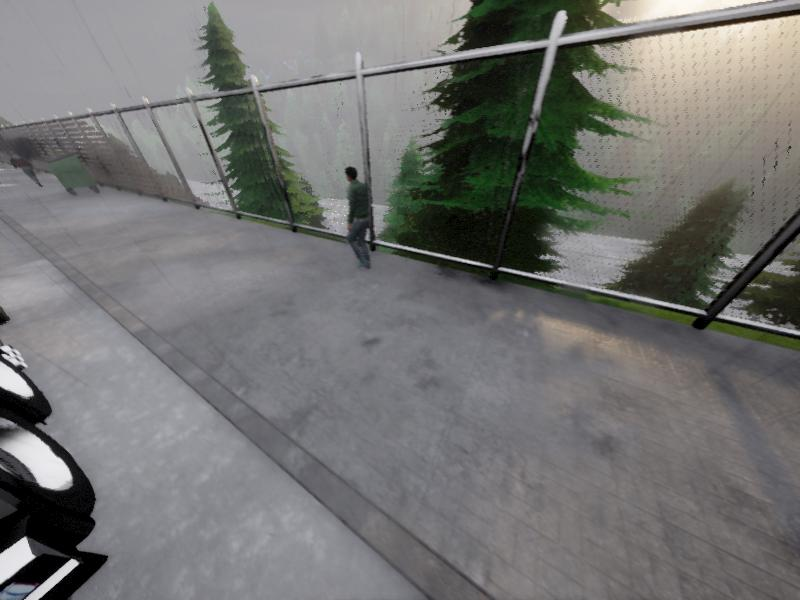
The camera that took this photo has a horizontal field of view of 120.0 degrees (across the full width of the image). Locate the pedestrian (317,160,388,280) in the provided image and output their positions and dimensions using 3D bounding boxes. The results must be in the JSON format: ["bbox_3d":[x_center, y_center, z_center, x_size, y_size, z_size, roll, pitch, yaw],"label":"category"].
[{"bbox_3d":[-0.759,-1.427,4.208,0.751,1.860,0.751,18,39,24],"label":"pedestrian"}]

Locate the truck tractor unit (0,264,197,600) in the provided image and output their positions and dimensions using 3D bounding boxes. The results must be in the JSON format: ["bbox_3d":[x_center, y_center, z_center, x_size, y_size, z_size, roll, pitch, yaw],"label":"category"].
[{"bbox_3d":[-5.115,-0.296,0.782,6.516,4.208,3.053,18,39,24],"label":"truck tractor unit"}]

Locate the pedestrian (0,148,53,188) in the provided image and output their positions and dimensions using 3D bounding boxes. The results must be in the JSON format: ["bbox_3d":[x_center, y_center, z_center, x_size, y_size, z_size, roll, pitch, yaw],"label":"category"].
[{"bbox_3d":[-20.967,-7.390,12.957,0.751,1.860,0.751,18,39,24],"label":"pedestrian"}]
